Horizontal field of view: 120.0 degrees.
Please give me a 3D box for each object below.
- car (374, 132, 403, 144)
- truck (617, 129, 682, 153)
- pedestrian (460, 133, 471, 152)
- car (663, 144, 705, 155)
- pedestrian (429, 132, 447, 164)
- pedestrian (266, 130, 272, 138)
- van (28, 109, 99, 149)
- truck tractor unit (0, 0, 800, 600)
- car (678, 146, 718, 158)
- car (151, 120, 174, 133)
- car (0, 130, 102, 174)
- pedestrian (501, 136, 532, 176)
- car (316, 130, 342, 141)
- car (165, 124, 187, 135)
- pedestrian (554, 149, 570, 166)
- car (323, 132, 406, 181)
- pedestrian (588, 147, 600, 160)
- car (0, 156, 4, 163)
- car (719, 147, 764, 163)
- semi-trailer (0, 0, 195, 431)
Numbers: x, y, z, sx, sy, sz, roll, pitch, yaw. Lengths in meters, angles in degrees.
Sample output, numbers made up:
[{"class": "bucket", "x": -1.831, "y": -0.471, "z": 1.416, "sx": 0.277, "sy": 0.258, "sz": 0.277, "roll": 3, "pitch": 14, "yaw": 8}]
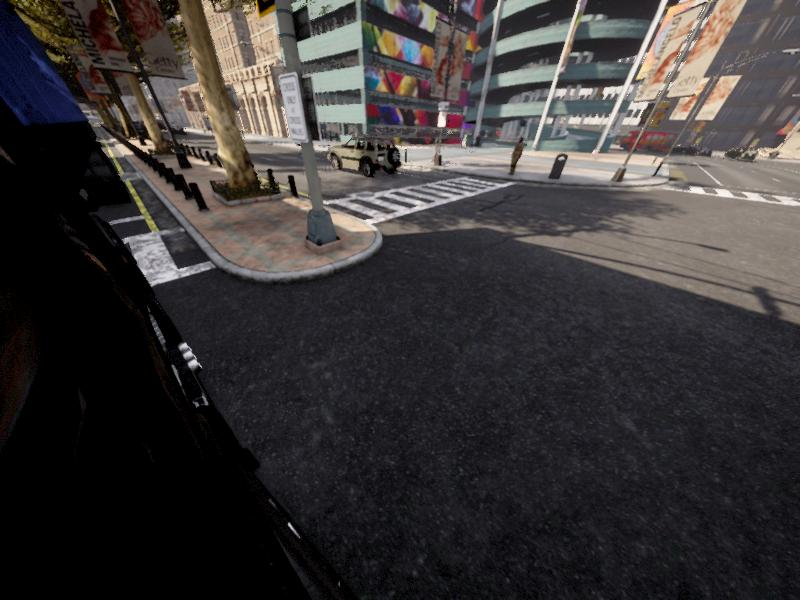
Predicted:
[{"class": "car", "x": -1.964, "y": -27.327, "z": 38.979, "sx": 4.902, "sy": 1.511, "sz": 2.128, "roll": 31, "pitch": 45, "yaw": 33}, {"class": "truck", "x": 51.872, "y": -33.543, "z": 48.553, "sx": 2.891, "sy": 3.827, "sz": 8.468, "roll": -5, "pitch": 37, "yaw": -9}, {"class": "pedestrian", "x": 7.695, "y": -18.583, "z": 27.291, "sx": 0.751, "sy": 1.860, "sz": 0.751, "roll": 19, "pitch": 39, "yaw": 21}, {"class": "car", "x": 55.689, "y": -29.622, "z": 45.469, "sx": 2.128, "sy": 1.511, "sz": 4.902, "roll": 0, "pitch": 37, "yaw": -3}, {"class": "pedestrian", "x": 2.770, "y": -11.043, "z": 16.830, "sx": 0.751, "sy": 1.860, "sz": 0.751, "roll": -29, "pitch": 47, "yaw": -35}, {"class": "pedestrian", "x": -23.032, "y": -29.213, "z": 40.634, "sx": 0.500, "sy": 1.100, "sz": 0.500, "roll": 25, "pitch": 42, "yaw": 28}, {"class": "van", "x": -29.101, "y": -14.984, "z": 20.248, "sx": 6.366, "sy": 2.431, "sz": 2.351, "roll": 31, "pitch": 45, "yaw": 33}, {"class": "truck tractor unit", "x": -2.645, "y": -0.295, "z": 0.351, "sx": 6.516, "sy": 4.208, "sz": 3.053, "roll": 28, "pitch": 44, "yaw": 30}, {"class": "car", "x": 51.808, "y": -25.893, "z": 40.263, "sx": 1.994, "sy": 1.385, "sz": 4.181, "roll": 6, "pitch": 37, "yaw": 5}, {"class": "car", "x": -50.266, "y": -36.808, "z": 48.930, "sx": 5.566, "sy": 2.045, "sz": 2.150, "roll": 31, "pitch": 45, "yaw": 33}, {"class": "car", "x": -17.548, "y": -7.752, "z": 11.895, "sx": 4.792, "sy": 1.488, "sz": 2.163, "roll": 31, "pitch": 45, "yaw": 33}, {"class": "pedestrian", "x": 6.586, "y": -8.132, "z": 13.102, "sx": 0.751, "sy": 1.860, "sz": 0.751, "roll": -19, "pitch": 41, "yaw": -26}, {"class": "car", "x": -13.200, "y": -30.558, "z": 42.804, "sx": 4.786, "sy": 1.482, "sz": 2.161, "roll": 31, "pitch": 45, "yaw": 33}, {"class": "car", "x": -40.678, "y": -30.894, "z": 41.928, "sx": 3.806, "sy": 1.475, "sz": 1.970, "roll": 31, "pitch": 45, "yaw": 33}, {"class": "pedestrian", "x": 12.901, "y": -11.324, "z": 18.399, "sx": 0.500, "sy": 1.100, "sz": 0.500, "roll": -17, "pitch": 41, "yaw": -24}, {"class": "car", "x": -2.059, "y": -8.189, "z": 12.990, "sx": 4.605, "sy": 1.855, "sz": 1.932, "roll": 30, "pitch": 45, "yaw": 32}, {"class": "pedestrian", "x": 20.425, "y": -15.418, "z": 24.343, "sx": 0.500, "sy": 1.100, "sz": 0.500, "roll": -26, "pitch": 45, "yaw": -33}, {"class": "car", "x": -21.092, "y": -7.142, "z": 10.541, "sx": 4.605, "sy": 1.855, "sz": 1.932, "roll": 31, "pitch": 45, "yaw": 33}, {"class": "car", "x": 49.456, "y": -21.139, "z": 33.572, "sx": 1.789, "sy": 1.549, "sz": 3.705, "roll": 14, "pitch": 38, "yaw": 15}, {"class": "semi-trailer", "x": -8.381, "y": -3.780, "z": 4.548, "sx": 14.254, "sy": 4.402, "sz": 2.717, "roll": 32, "pitch": 45, "yaw": 33}]
